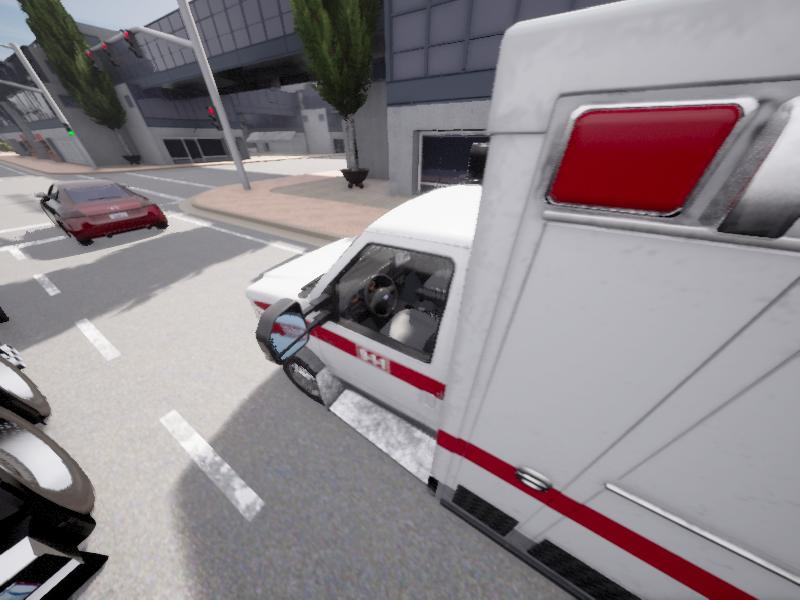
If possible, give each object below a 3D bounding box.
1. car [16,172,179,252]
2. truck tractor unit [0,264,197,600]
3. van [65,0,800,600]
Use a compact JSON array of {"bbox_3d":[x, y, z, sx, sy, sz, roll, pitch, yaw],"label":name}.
[{"bbox_3d":[-9.190,-2.904,7.048,4.181,1.385,1.994,20,40,27],"label":"car"},{"bbox_3d":[-5.109,-0.303,0.775,6.516,4.208,3.053,18,39,24],"label":"truck tractor unit"},{"bbox_3d":[1.605,0.311,1.416,6.366,2.431,2.351,18,39,24],"label":"van"}]
